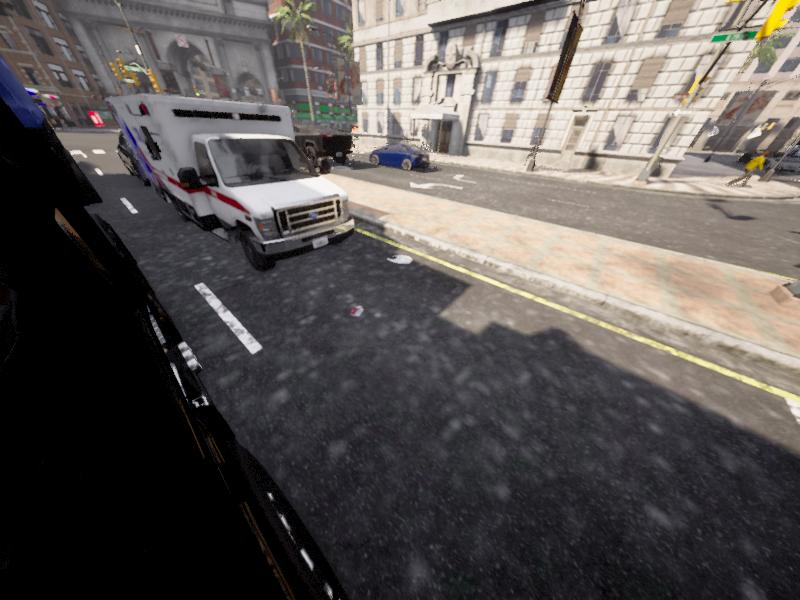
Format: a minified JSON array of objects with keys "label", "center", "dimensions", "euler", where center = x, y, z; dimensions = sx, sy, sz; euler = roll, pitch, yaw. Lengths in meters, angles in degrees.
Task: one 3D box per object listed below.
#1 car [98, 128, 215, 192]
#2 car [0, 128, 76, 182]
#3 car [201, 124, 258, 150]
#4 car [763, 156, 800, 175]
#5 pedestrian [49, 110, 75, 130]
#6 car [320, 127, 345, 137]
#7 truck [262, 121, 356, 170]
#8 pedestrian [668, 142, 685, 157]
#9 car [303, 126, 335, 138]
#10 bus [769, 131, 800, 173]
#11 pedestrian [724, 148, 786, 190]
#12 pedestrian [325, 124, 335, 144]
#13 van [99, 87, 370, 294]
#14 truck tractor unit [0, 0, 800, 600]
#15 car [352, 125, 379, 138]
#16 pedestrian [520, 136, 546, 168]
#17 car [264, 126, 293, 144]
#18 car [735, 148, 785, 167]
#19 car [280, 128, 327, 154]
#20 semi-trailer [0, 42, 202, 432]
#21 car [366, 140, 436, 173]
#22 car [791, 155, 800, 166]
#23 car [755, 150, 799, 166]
[{"label":"car","center":[-10.017,-5.902,9.481],"dimensions":[4.856,1.649,2.033],"euler":[28,44,30]},{"label":"car","center":[-16.182,-6.354,9.870],"dimensions":[5.357,1.411,2.033],"euler":[28,44,30]},{"label":"car","center":[-15.681,-15.057,21.280],"dimensions":[5.027,1.651,2.152],"euler":[26,43,28]},{"label":"car","center":[39.220,-13.485,23.124],"dimensions":[1.895,1.301,4.718],"euler":[28,44,30]},{"label":"pedestrian","center":[-42.308,-22.524,28.938],"dimensions":[0.751,1.860,0.751],"euler":[-10,39,-17]},{"label":"car","center":[-13.801,-34.555,47.474],"dimensions":[1.812,1.442,4.674],"euler":[28,44,30]},{"label":"truck","center":[-5.975,-10.203,15.076],"dimensions":[6.274,2.098,2.390],"euler":[28,44,30]},{"label":"pedestrian","center":[40.622,-22.176,34.007],"dimensions":[0.751,1.860,0.751],"euler":[30,44,31]},{"label":"car","center":[-14.698,-30.726,42.270],"dimensions":[2.128,1.511,4.902],"euler":[28,44,30]},{"label":"bus","center":[46.156,-15.992,24.453],"dimensions":[3.944,4.253,10.273],"euler":[28,44,29]},{"label":"pedestrian","center":[19.079,-7.086,12.508],"dimensions":[0.751,1.860,0.751],"euler":[18,39,19]},{"label":"pedestrian","center":[-8.405,-19.952,27.780],"dimensions":[0.751,1.860,0.751],"euler":[4,37,2]},{"label":"van","center":[-3.812,-2.899,5.238],"dimensions":[6.366,2.431,2.351],"euler":[28,44,30]},{"label":"truck tractor unit","center":[-2.645,-0.295,0.351],"dimensions":[6.516,4.208,3.053],"euler":[28,44,30]},{"label":"car","center":[-7.231,-35.919,49.222],"dimensions":[2.150,2.045,5.566],"euler":[29,44,30]},{"label":"pedestrian","center":[9.389,-10.508,16.412],"dimensions":[0.751,1.860,0.751],"euler":[-19,42,-26]},{"label":"car","center":[-14.830,-20.433,28.477],"dimensions":[2.033,1.649,4.856],"euler":[-6,38,-10]},{"label":"car","center":[46.427,-18.509,29.960],"dimensions":[2.242,1.667,4.611],"euler":[29,45,30]},{"label":"car","center":[-8.671,-14.236,20.666],"dimensions":[3.988,1.617,1.851],"euler":[29,44,30]},{"label":"semi-trailer","center":[-8.698,-3.617,4.211],"dimensions":[14.254,4.402,2.717],"euler":[28,44,30]},{"label":"car","center":[-0.018,-9.453,15.085],"dimensions":[4.181,1.385,1.994],"euler":[28,44,30]},{"label":"car","center":[56.802,-18.960,31.493],"dimensions":[2.033,1.411,5.357],"euler":[29,44,30]},{"label":"car","center":[54.564,-20.709,33.577],"dimensions":[2.007,1.525,4.514],"euler":[28,44,30]}]
